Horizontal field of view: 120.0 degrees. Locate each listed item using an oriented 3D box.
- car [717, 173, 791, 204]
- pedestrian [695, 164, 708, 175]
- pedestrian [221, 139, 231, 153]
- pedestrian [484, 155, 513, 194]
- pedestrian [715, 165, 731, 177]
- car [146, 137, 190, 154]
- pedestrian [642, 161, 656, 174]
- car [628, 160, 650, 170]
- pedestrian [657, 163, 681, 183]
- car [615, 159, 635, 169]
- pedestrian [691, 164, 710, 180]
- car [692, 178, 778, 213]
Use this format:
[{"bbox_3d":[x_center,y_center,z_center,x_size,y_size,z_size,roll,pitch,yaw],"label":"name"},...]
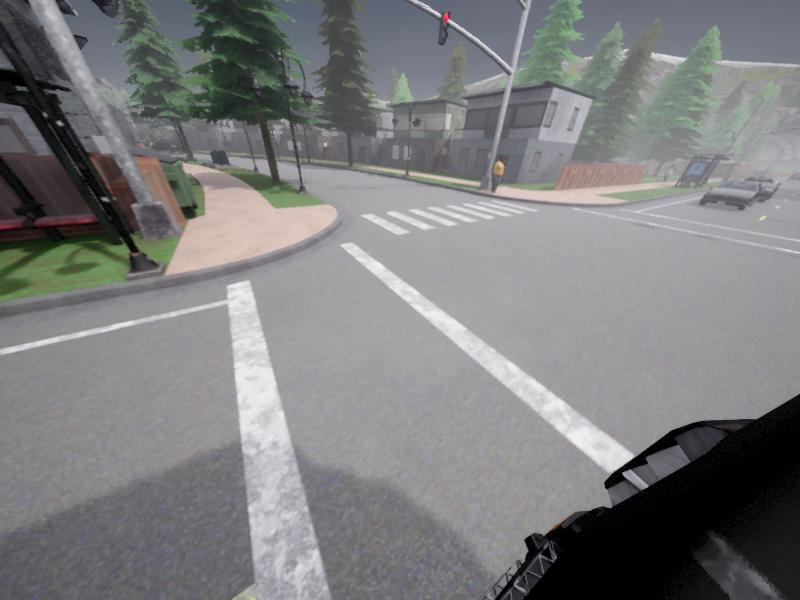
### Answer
[{"bbox_3d":[26.871,-8.550,17.531,5.027,1.651,2.152,-17,38,-27],"label":"car"},{"bbox_3d":[59.116,-25.601,45.281,0.751,1.860,0.751,-18,39,-29],"label":"pedestrian"},{"bbox_3d":[-28.751,-25.484,38.230,0.751,1.860,0.751,-10,36,-19],"label":"pedestrian"},{"bbox_3d":[5.491,-7.023,12.984,0.751,1.860,0.751,-12,36,-22],"label":"pedestrian"},{"bbox_3d":[60.194,-24.059,43.036,0.751,1.860,0.751,13,35,14],"label":"pedestrian"},{"bbox_3d":[-33.942,-22.652,33.839,4.605,1.855,1.932,12,34,13],"label":"car"},{"bbox_3d":[43.510,-23.142,40.334,0.751,1.860,0.751,-17,38,-27],"label":"pedestrian"},{"bbox_3d":[56.127,-31.671,54.273,4.605,1.855,1.932,-18,39,-28],"label":"car"},{"bbox_3d":[29.339,-13.840,25.187,0.751,1.860,0.751,-12,36,-21],"label":"pedestrian"},{"bbox_3d":[54.432,-32.775,55.815,3.866,1.878,1.905,-18,39,-28],"label":"car"},{"bbox_3d":[41.260,-17.536,31.707,0.751,1.860,0.751,-19,39,-30],"label":"pedestrian"},{"bbox_3d":[20.689,-6.568,14.259,5.357,1.411,2.033,-17,38,-27],"label":"car"}]
